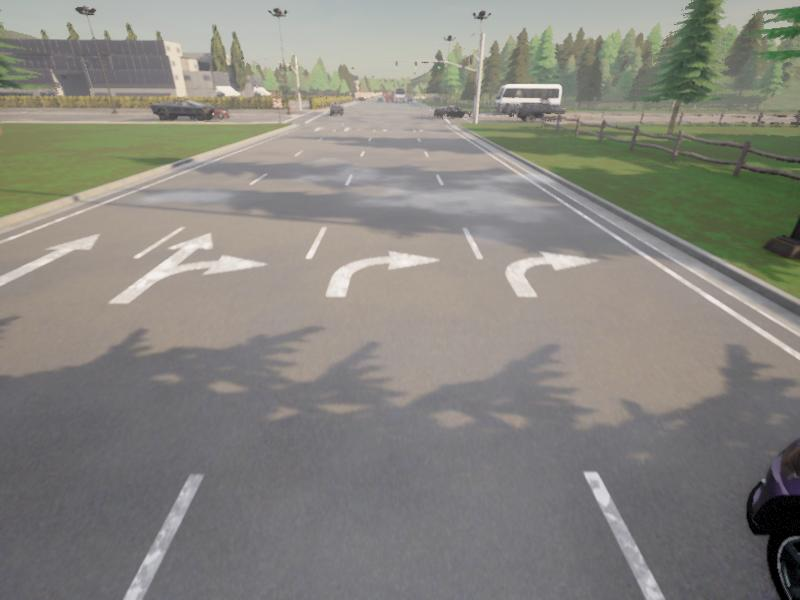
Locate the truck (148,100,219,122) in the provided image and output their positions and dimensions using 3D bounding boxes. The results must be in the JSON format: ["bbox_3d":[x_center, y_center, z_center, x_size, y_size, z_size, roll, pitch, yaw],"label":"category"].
[{"bbox_3d":[-24.068,-21.160,44.661,6.274,2.098,2.390,0,27,-1],"label":"truck"}]

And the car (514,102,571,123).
[{"bbox_3d":[16.193,-21.459,45.819,5.566,2.045,2.150,1,27,0],"label":"car"}]

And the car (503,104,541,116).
[{"bbox_3d":[17.925,-28.064,59.150,4.892,1.490,1.837,-1,27,-1],"label":"car"}]

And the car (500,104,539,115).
[{"bbox_3d":[18.522,-29.638,62.296,5.357,1.411,2.033,0,27,-1],"label":"car"}]

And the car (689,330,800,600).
[{"bbox_3d":[3.494,2.056,0.865,2.033,1.649,4.856,0,28,-1],"label":"car"}]

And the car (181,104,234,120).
[{"bbox_3d":[-22.967,-22.570,47.906,5.027,1.651,2.152,0,27,-1],"label":"car"}]

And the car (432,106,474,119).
[{"bbox_3d":[6.813,-24.075,51.329,4.892,1.490,1.837,-7,28,-13],"label":"car"}]

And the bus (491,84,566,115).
[{"bbox_3d":[20.528,-32.474,64.686,10.273,4.253,3.944,0,27,-2],"label":"bus"}]

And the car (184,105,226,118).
[{"bbox_3d":[-24.862,-24.061,51.023,4.181,1.385,1.994,0,27,-1],"label":"car"}]

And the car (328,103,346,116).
[{"bbox_3d":[-9.075,-27.567,57.820,2.128,1.511,4.902,-2,27,-4],"label":"car"}]
